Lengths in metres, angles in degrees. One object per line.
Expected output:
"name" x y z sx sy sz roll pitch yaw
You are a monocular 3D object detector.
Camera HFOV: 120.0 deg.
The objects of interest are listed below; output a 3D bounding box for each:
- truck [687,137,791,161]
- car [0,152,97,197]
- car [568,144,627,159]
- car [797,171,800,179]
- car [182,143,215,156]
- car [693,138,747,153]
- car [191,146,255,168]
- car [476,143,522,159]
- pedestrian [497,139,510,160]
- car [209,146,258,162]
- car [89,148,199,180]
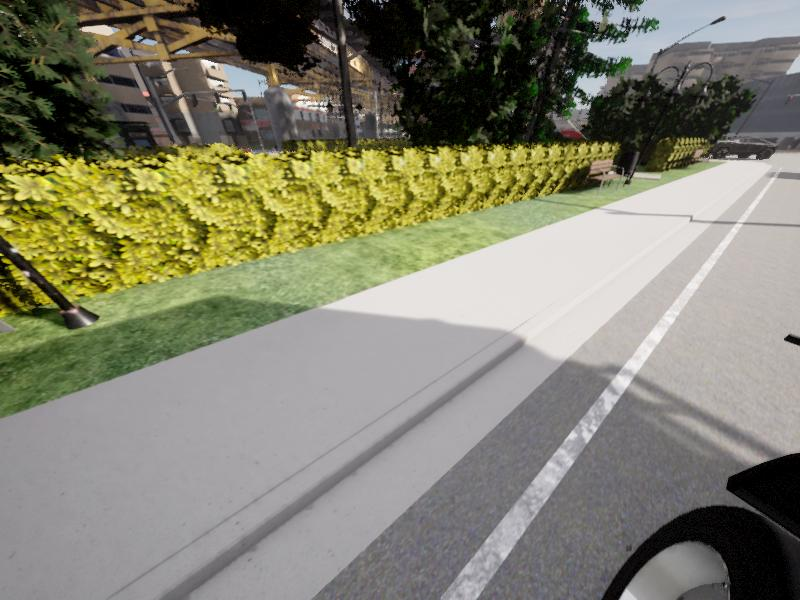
"truck" 37.136 -16.802 25.607 6.274 2.098 2.390 5 36 7
"car" -19.865 -6.323 11.611 1.930 1.638 5.238 6 36 9
"car" 23.547 -17.872 27.759 4.792 1.488 2.163 6 36 9
"car" 27.241 -8.426 14.498 4.718 1.301 1.895 -22 40 -27
"car" -31.705 -23.619 36.270 4.974 1.542 2.038 22 41 28
"car" 55.345 -26.977 40.188 2.150 2.045 5.566 5 35 8
"car" -17.314 -14.292 22.982 2.038 1.542 4.974 6 36 9
"car" 12.501 -19.051 29.497 4.902 1.511 2.128 6 36 9
"pedestrian" 11.330 -16.489 25.275 0.751 1.860 0.751 16 38 22
"car" -19.806 -17.601 27.769 1.812 1.442 4.674 7 36 10
"car" -18.573 -10.302 17.257 2.152 1.651 5.027 6 36 9
